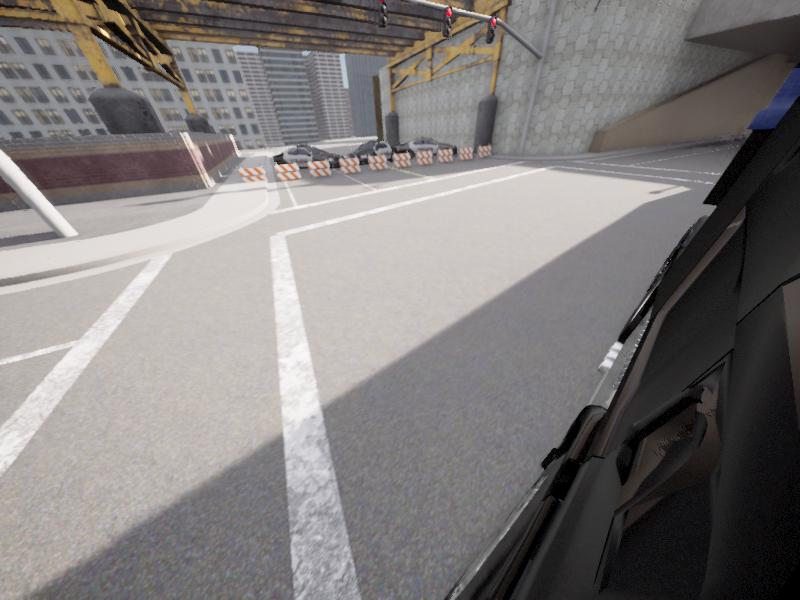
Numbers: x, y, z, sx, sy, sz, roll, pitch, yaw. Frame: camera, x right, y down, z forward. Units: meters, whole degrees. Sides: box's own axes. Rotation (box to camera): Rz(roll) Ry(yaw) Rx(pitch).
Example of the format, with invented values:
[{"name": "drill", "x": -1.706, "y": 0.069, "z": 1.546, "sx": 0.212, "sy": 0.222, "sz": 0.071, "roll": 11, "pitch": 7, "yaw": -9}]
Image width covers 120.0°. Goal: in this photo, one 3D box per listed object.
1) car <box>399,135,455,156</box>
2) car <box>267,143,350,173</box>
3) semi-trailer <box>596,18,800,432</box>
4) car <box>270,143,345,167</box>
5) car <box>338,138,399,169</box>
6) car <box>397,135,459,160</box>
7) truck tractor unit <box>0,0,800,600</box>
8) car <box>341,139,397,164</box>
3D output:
[{"name": "car", "x": 2.276, "y": -13.334, "z": 19.902, "sx": 4.536, "sy": 1.218, "sz": 1.853, "roll": 0, "pitch": 37, "yaw": 4}, {"name": "car", "x": -6.330, "y": -9.949, "z": 16.189, "sx": 4.974, "sy": 1.542, "sz": 2.038, "roll": 9, "pitch": 38, "yaw": 16}, {"name": "semi-trailer", "x": 8.843, "y": -3.499, "z": 4.085, "sx": 14.254, "sy": 4.402, "sz": 2.717, "roll": -26, "pitch": 42, "yaw": -28}, {"name": "car", "x": -6.386, "y": -10.084, "z": 16.110, "sx": 4.536, "sy": 1.218, "sz": 1.853, "roll": 9, "pitch": 38, "yaw": 16}, {"name": "car", "x": -2.174, "y": -11.266, "z": 17.682, "sx": 2.038, "sy": 1.542, "sz": 4.974, "roll": 16, "pitch": 41, "yaw": 24}, {"name": "car", "x": 2.334, "y": -13.208, "z": 19.992, "sx": 4.974, "sy": 1.542, "sz": 2.038, "roll": 0, "pitch": 37, "yaw": 4}, {"name": "truck tractor unit", "x": 2.645, "y": -0.295, "z": 0.351, "sx": 6.516, "sy": 4.208, "sz": 3.053, "roll": -28, "pitch": 44, "yaw": -30}, {"name": "car", "x": -2.156, "y": -11.421, "z": 17.624, "sx": 1.853, "sy": 1.218, "sz": 4.536, "roll": 16, "pitch": 41, "yaw": 24}]
